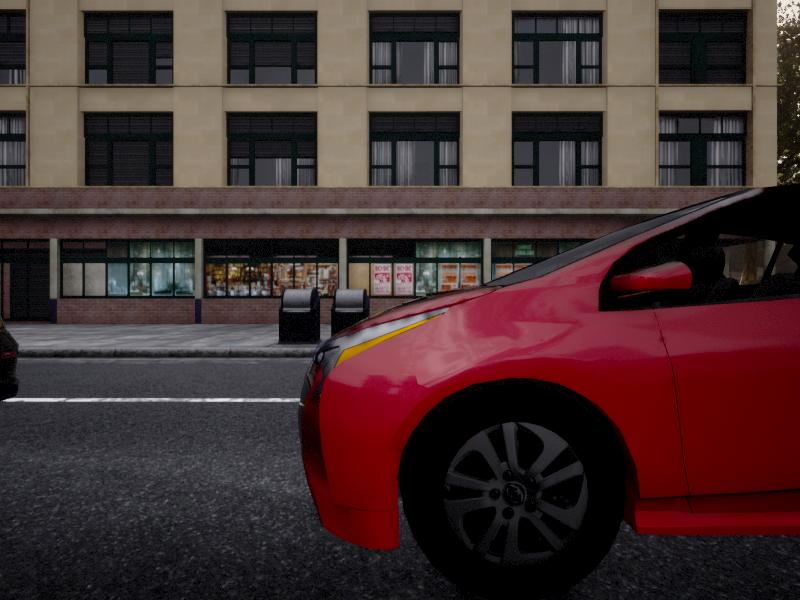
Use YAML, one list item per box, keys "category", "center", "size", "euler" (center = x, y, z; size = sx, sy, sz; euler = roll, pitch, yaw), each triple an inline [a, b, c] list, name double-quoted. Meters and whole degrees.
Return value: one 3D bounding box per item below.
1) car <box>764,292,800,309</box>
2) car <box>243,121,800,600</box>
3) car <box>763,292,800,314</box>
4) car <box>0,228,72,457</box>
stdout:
- category: "car"
  center: [42.436, 0.046, 43.539]
  size: [3.866, 1.878, 1.905]
  euler: [0, 0, -1]
- category: "car"
  center: [1.791, 0.228, 2.195]
  size: [4.514, 1.525, 2.007]
  euler: [0, 0, 0]
- category: "car"
  center: [30.028, 0.201, 29.508]
  size: [1.801, 1.575, 5.366]
  euler: [0, 0, 3]
- category: "car"
  center: [-4.859, 0.270, 2.172]
  size: [4.674, 1.442, 1.812]
  euler: [0, 0, 0]
